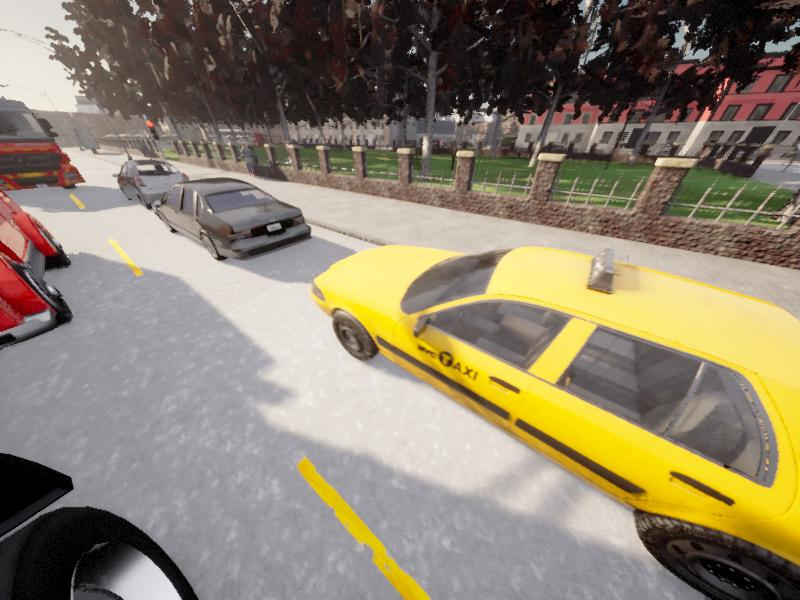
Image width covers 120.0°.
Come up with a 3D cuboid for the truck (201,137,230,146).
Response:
[{"bbox_3d":[-58.576,-50.508,73.507,2.390,2.098,6.274,23,41,29],"label":"truck"}]

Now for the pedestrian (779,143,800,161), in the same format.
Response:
[{"bbox_3d":[48.065,-18.127,28.294,0.751,1.860,0.751,20,40,26],"label":"pedestrian"}]

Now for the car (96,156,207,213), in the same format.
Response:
[{"bbox_3d":[-9.886,-4.744,9.235,3.633,1.501,1.845,22,41,28],"label":"car"}]

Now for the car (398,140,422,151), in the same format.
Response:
[{"bbox_3d":[2.091,-32.111,47.931,4.605,1.855,1.932,24,41,29],"label":"car"}]

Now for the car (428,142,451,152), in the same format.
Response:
[{"bbox_3d":[7.677,-29.516,44.647,3.806,1.475,1.970,24,41,29],"label":"car"}]

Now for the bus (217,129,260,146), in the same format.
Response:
[{"bbox_3d":[-51.948,-52.516,74.722,10.273,4.253,3.944,-22,41,-29],"label":"bus"}]

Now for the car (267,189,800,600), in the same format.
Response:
[{"bbox_3d":[1.235,0.245,2.208,5.366,1.575,1.801,24,41,30],"label":"car"}]

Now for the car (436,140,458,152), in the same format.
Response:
[{"bbox_3d":[9.636,-31.710,47.422,3.866,1.878,1.905,23,41,29],"label":"car"}]

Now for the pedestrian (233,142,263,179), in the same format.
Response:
[{"bbox_3d":[-9.088,-8.354,13.861,0.751,1.860,0.751,23,41,29],"label":"pedestrian"}]

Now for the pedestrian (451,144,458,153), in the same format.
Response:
[{"bbox_3d":[9.105,-25.476,38.850,0.751,1.300,0.751,23,41,29],"label":"pedestrian"}]

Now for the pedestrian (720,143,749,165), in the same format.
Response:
[{"bbox_3d":[33.566,-14.647,23.212,0.751,1.860,0.751,-18,39,-24],"label":"pedestrian"}]

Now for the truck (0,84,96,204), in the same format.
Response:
[{"bbox_3d":[-19.382,-7.081,10.469,8.468,3.827,2.891,14,37,18],"label":"truck"}]

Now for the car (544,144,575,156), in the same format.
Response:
[{"bbox_3d":[25.963,-24.454,37.580,3.633,1.501,1.845,23,41,29],"label":"car"}]

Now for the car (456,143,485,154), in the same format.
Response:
[{"bbox_3d":[12.663,-27.370,41.601,4.514,1.525,2.007,24,41,29],"label":"car"}]

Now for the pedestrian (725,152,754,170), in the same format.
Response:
[{"bbox_3d":[28.906,-11.860,19.693,0.751,1.300,0.751,23,41,29],"label":"pedestrian"}]

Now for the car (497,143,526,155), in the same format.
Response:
[{"bbox_3d":[18.422,-24.877,38.090,3.705,1.549,1.789,23,41,29],"label":"car"}]

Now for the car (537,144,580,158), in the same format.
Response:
[{"bbox_3d":[23.813,-22.507,34.827,4.892,1.490,1.837,23,41,29],"label":"car"}]

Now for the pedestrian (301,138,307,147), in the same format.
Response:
[{"bbox_3d":[-25.442,-41.747,61.153,0.751,1.860,0.751,25,42,31],"label":"pedestrian"}]

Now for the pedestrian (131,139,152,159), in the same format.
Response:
[{"bbox_3d":[-29.278,-17.151,26.169,0.751,1.860,0.751,23,41,29],"label":"pedestrian"}]

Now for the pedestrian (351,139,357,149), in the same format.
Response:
[{"bbox_3d":[-9.973,-34.009,50.305,0.751,1.860,0.751,24,41,29],"label":"pedestrian"}]

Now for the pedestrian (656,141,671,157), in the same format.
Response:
[{"bbox_3d":[39.384,-22.591,34.552,0.751,1.860,0.751,-28,44,-34],"label":"pedestrian"}]

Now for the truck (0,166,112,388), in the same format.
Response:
[{"bbox_3d":[-6.702,-0.754,2.778,5.204,2.467,2.627,24,41,29],"label":"truck"}]

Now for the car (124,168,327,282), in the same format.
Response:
[{"bbox_3d":[-4.580,-2.299,5.930,5.357,1.411,2.033,23,41,29],"label":"car"}]
